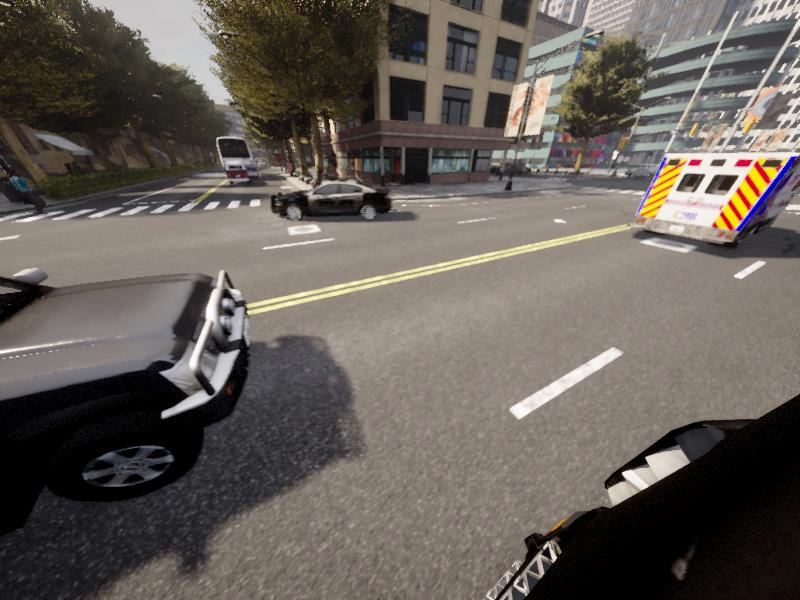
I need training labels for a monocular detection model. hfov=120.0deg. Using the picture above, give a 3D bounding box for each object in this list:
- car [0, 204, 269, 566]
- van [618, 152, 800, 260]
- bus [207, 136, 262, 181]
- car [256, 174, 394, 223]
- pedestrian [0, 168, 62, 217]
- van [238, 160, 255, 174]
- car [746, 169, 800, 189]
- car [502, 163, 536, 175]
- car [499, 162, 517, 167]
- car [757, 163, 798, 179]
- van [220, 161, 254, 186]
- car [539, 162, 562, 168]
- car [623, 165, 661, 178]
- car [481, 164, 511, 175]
[{"bbox_3d":[-3.693,0.661,1.464,4.605,1.855,1.932,-14,34,-24],"label":"car"},{"bbox_3d":[10.921,-3.423,7.716,6.366,2.431,2.351,-15,35,-23],"label":"van"},{"bbox_3d":[-20.853,-18.233,29.944,3.944,4.253,10.273,-15,35,-23],"label":"bus"},{"bbox_3d":[-2.932,-4.542,10.203,5.238,1.638,1.930,-2,32,-4],"label":"car"},{"bbox_3d":[-16.262,-4.689,10.096,0.751,1.860,0.751,-15,35,-23],"label":"pedestrian"},{"bbox_3d":[-26.129,-22.729,39.422,1.775,1.987,4.442,-15,35,-23],"label":"van"},{"bbox_3d":[37.958,-11.576,22.080,4.974,1.542,2.038,10,32,16],"label":"car"},{"bbox_3d":[20.394,-22.629,39.873,2.242,1.667,4.611,-15,35,-23],"label":"car"},{"bbox_3d":[34.468,-43.437,73.955,2.161,1.482,4.786,-15,35,-23],"label":"car"},{"bbox_3d":[55.820,-19.134,34.201,4.605,1.855,1.932,-15,35,-23],"label":"car"},{"bbox_3d":[-16.600,-13.132,23.751,2.069,2.038,4.480,-15,34,-23],"label":"van"},{"bbox_3d":[43.452,-39.056,66.785,2.128,1.511,4.902,-15,35,-23],"label":"car"},{"bbox_3d":[37.102,-19.783,35.474,3.633,1.501,1.845,26,40,35],"label":"car"},{"bbox_3d":[16.461,-22.584,39.992,1.812,1.442,4.674,-15,35,-23],"label":"car"}]
